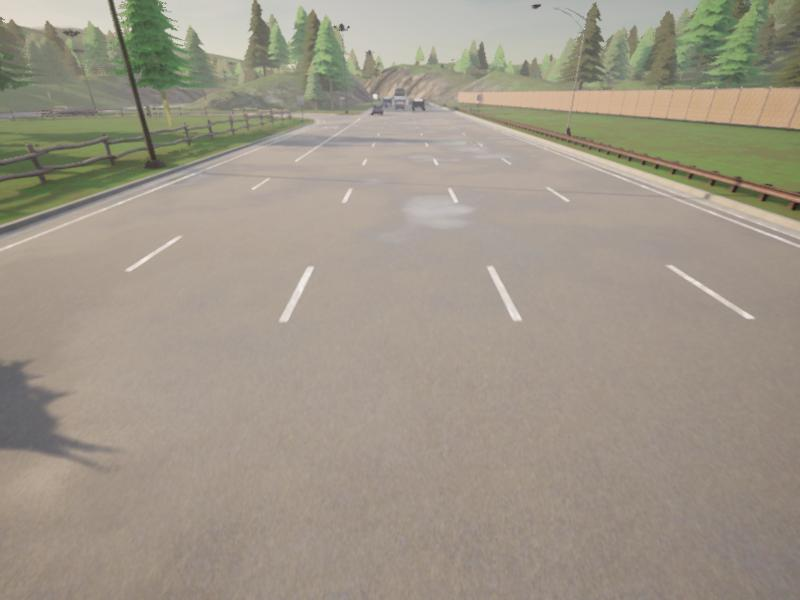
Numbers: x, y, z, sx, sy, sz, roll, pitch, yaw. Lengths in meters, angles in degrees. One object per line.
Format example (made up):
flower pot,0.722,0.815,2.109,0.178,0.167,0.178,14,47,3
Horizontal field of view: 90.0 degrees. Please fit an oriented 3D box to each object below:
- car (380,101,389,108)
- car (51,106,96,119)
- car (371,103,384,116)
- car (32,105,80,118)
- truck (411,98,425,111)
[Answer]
car,-3.490,-44.425,90.861,1.816,1.474,4.193,0,27,0
car,-49.066,-28.318,60.283,5.027,1.651,2.152,-18,32,-30
car,-3.489,-30.028,62.980,1.851,1.617,3.988,0,27,0
car,-52.742,-29.041,61.491,5.366,1.575,1.801,-17,32,-30
truck,3.509,-37.872,77.458,2.390,2.098,6.274,0,27,0
